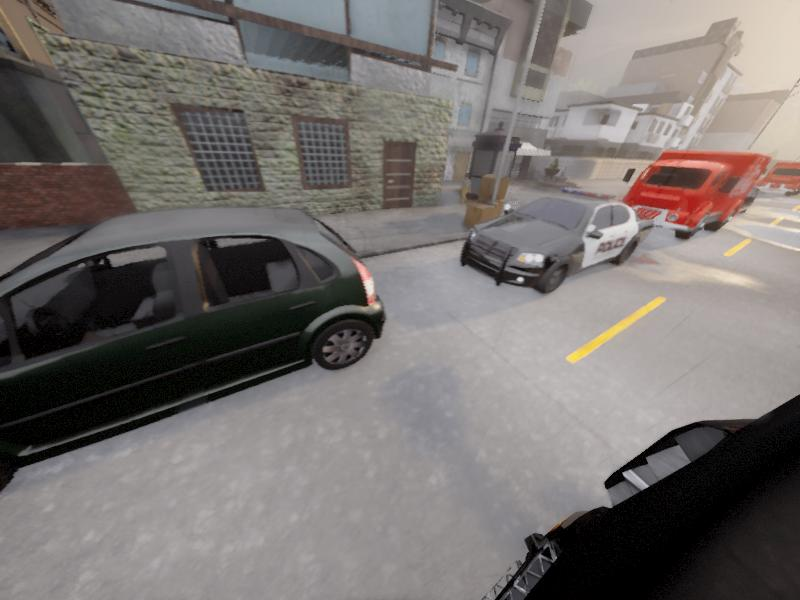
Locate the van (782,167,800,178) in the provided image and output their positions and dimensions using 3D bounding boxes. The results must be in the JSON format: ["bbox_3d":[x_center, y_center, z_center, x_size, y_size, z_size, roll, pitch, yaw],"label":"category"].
[{"bbox_3d":[86.577,-27.162,49.434,1.775,1.987,4.442,2,34,-1],"label":"van"}]

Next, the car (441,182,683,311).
[{"bbox_3d":[3.624,-1.587,5.206,4.974,1.542,2.038,-16,38,-26],"label":"car"}]

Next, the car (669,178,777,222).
[{"bbox_3d":[16.522,-5.248,11.798,5.357,1.411,2.033,-16,38,-26],"label":"car"}]

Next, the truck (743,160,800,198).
[{"bbox_3d":[33.733,-10.647,20.230,5.204,2.467,2.627,-16,38,-26],"label":"truck"}]

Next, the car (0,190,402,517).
[{"bbox_3d":[-2.202,0.060,2.225,3.988,1.617,1.851,-16,38,-26],"label":"car"}]

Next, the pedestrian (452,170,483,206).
[{"bbox_3d":[2.926,-4.915,10.103,0.751,1.300,0.751,-18,39,-28],"label":"pedestrian"}]

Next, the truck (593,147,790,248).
[{"bbox_3d":[10.302,-3.897,8.325,5.204,2.467,2.627,-16,38,-26],"label":"truck"}]
